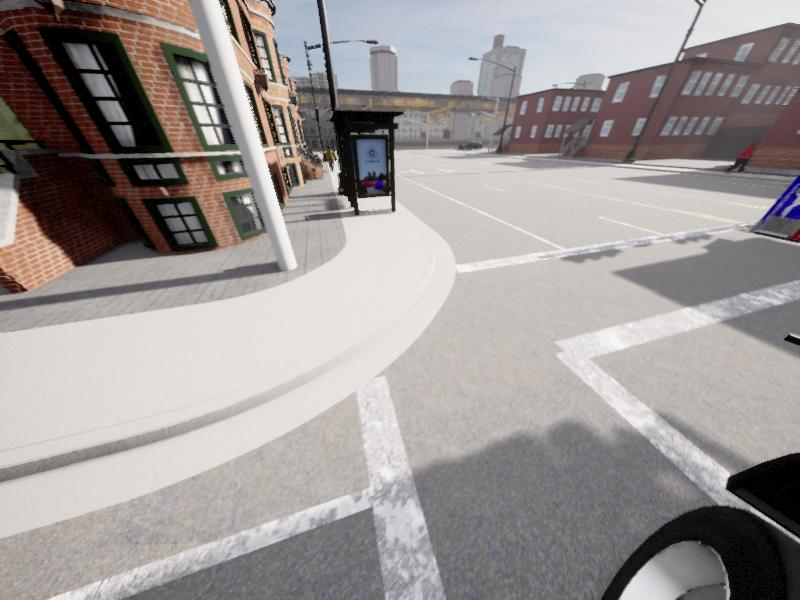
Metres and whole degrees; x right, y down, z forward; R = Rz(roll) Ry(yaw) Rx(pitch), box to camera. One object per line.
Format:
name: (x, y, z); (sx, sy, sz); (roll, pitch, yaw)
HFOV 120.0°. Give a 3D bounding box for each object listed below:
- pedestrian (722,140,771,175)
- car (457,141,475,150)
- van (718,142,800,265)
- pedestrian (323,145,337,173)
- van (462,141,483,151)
pedestrian: (22.714, -9.358, 15.191); (0.751, 1.860, 0.751); (-5, 35, -7)
car: (17.347, -40.381, 60.405); (3.866, 1.878, 1.905); (-10, 36, -13)
van: (10.194, -0.903, 3.003); (2.351, 2.431, 6.366); (-10, 36, -13)
pedestrian: (-5.536, -11.206, 18.356); (0.751, 1.860, 0.751); (-7, 35, -10)
van: (18.126, -38.481, 57.561); (4.442, 1.987, 1.775); (-10, 36, -13)
